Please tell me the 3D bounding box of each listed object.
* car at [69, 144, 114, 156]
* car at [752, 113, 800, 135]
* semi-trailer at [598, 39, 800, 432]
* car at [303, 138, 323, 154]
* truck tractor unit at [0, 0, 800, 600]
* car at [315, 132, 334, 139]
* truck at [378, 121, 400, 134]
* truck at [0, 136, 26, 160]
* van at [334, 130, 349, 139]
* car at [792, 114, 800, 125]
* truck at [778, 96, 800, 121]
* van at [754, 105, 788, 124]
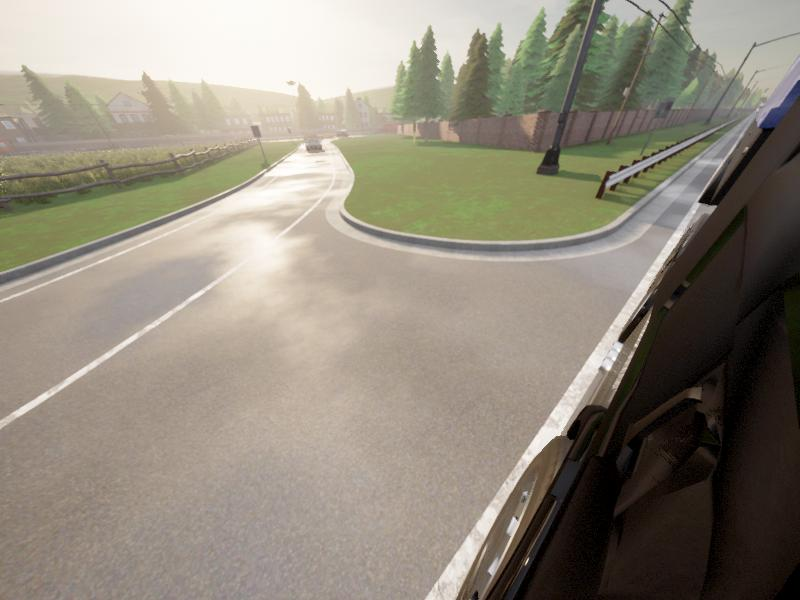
[{"bbox_3d":[-63.350,-30.897,47.542,5.238,1.638,1.930,-28,44,-29],"label":"car"},{"bbox_3d":[39.783,-18.683,24.496,5.027,1.651,2.152,-28,44,-29],"label":"car"},{"bbox_3d":[8.702,-3.614,4.206,14.254,4.402,2.717,-28,44,-30],"label":"semi-trailer"},{"bbox_3d":[-10.877,-19.523,29.180,1.994,1.385,4.181,-11,38,-11],"label":"car"},{"bbox_3d":[2.645,-0.295,0.352,6.516,4.208,3.053,-28,44,-30],"label":"truck tractor unit"},{"bbox_3d":[-23.715,-51.863,72.827,5.366,1.575,1.801,-28,44,-29],"label":"car"},{"bbox_3d":[-4.216,-68.580,91.877,8.468,3.827,2.891,-28,44,-29],"label":"truck"},{"bbox_3d":[-82.754,-29.715,45.436,8.468,3.827,2.891,-28,44,-29],"label":"truck"},{"bbox_3d":[-17.055,-48.693,67.797,2.069,2.038,4.480,7,38,14],"label":"van"},{"bbox_3d":[59.626,-26.496,33.665,4.892,1.490,1.837,-28,44,-30],"label":"car"},{"bbox_3d":[81.820,-39.312,47.287,8.468,3.827,2.891,-28,44,-30],"label":"truck"},{"bbox_3d":[68.237,-34.222,42.585,6.366,2.431,2.351,-28,44,-30],"label":"van"}]
